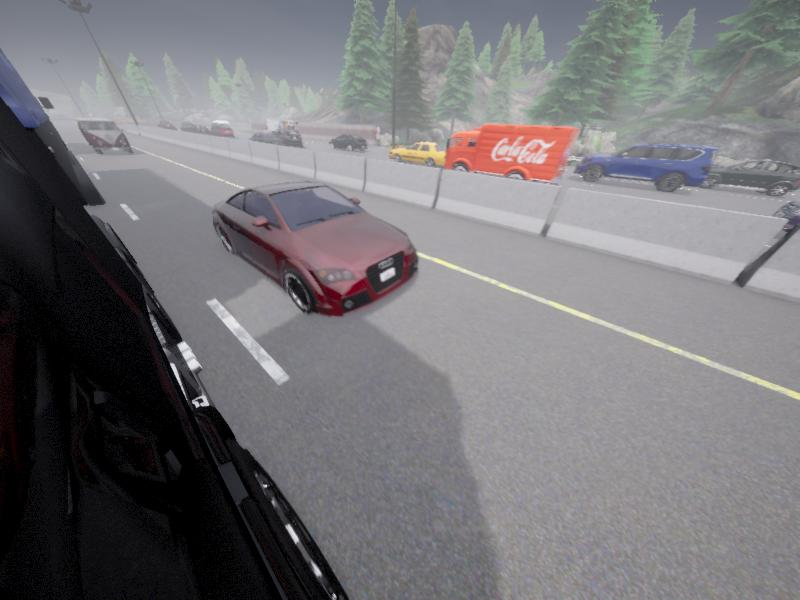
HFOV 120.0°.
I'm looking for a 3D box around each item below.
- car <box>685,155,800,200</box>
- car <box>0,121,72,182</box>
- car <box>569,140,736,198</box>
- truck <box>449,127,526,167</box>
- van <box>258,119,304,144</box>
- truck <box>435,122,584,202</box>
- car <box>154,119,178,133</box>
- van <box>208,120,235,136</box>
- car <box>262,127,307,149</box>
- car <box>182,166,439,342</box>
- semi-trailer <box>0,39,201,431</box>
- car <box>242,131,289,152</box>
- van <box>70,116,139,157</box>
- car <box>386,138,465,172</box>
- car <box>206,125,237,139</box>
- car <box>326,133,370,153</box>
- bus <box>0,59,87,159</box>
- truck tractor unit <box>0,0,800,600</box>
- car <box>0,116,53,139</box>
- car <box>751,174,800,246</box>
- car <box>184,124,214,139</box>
[{"bbox_3d":[18.987,-6.835,12.713,3.705,1.549,1.789,28,43,30],"label":"car"},{"bbox_3d":[-16.228,-6.345,9.667,4.553,1.767,2.097,28,43,30],"label":"car"},{"bbox_3d":[13.102,-7.402,12.698,5.566,2.045,2.150,28,43,29],"label":"car"},{"bbox_3d":[7.336,-13.336,19.950,5.204,2.467,2.627,29,46,31],"label":"truck"},{"bbox_3d":[-16.056,-22.734,31.153,6.366,2.431,2.351,27,43,29],"label":"van"},{"bbox_3d":[4.679,-6.555,10.681,5.204,2.467,2.627,27,43,29],"label":"truck"},{"bbox_3d":[-41.036,-30.462,40.506,2.097,1.767,4.553,-29,47,-35],"label":"car"},{"bbox_3d":[-31.988,-30.915,41.477,4.480,2.038,2.069,29,44,31],"label":"van"},{"bbox_3d":[-12.886,-18.065,25.717,4.611,1.667,2.242,28,43,29],"label":"car"},{"bbox_3d":[-1.705,-1.311,4.165,4.181,1.385,1.994,28,43,29],"label":"car"},{"bbox_3d":[-8.677,-3.609,4.262,14.254,4.402,2.717,28,44,30],"label":"semi-trailer"},{"bbox_3d":[-12.946,-15.272,22.214,4.181,1.385,1.994,27,43,29],"label":"car"},{"bbox_3d":[-19.991,-11.077,15.627,4.442,1.987,1.775,27,43,30],"label":"van"},{"bbox_3d":[1.612,-10.492,16.521,5.366,1.575,1.801,27,43,29],"label":"car"},{"bbox_3d":[-26.627,-25.155,34.502,4.514,1.525,2.007,28,43,29],"label":"car"},{"bbox_3d":[-5.592,-16.907,24.760,4.892,1.490,1.837,27,43,30],"label":"car"},{"bbox_3d":[-25.151,-12.080,14.755,10.273,4.253,3.944,27,43,29],"label":"bus"},{"bbox_3d":[-2.645,-0.295,0.351,6.516,4.208,3.053,28,44,30],"label":"truck tractor unit"},{"bbox_3d":[-36.929,-17.076,22.894,4.611,1.667,2.242,28,43,30],"label":"car"},{"bbox_3d":[13.167,-1.775,5.495,4.856,1.649,2.033,28,43,30],"label":"car"},{"bbox_3d":[-27.178,-22.748,31.212,3.705,1.549,1.789,27,43,29],"label":"car"}]
